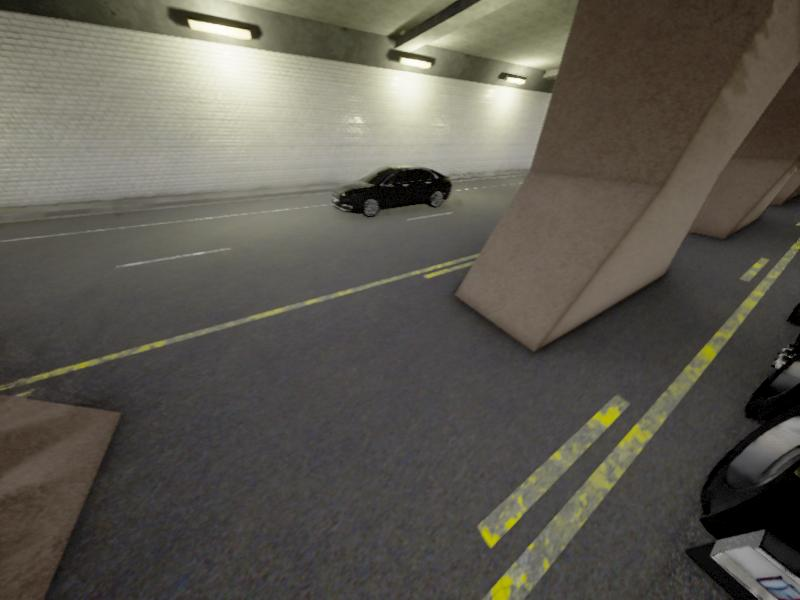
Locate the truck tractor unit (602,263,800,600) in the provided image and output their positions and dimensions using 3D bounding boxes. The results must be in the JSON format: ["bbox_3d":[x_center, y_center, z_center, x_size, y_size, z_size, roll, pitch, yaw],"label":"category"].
[{"bbox_3d":[5.117,-0.294,0.784,6.516,4.208,3.053,-18,39,-24],"label":"truck tractor unit"}]

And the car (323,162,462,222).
[{"bbox_3d":[-0.172,-4.386,9.011,4.892,1.490,1.837,-18,39,-24],"label":"car"}]
